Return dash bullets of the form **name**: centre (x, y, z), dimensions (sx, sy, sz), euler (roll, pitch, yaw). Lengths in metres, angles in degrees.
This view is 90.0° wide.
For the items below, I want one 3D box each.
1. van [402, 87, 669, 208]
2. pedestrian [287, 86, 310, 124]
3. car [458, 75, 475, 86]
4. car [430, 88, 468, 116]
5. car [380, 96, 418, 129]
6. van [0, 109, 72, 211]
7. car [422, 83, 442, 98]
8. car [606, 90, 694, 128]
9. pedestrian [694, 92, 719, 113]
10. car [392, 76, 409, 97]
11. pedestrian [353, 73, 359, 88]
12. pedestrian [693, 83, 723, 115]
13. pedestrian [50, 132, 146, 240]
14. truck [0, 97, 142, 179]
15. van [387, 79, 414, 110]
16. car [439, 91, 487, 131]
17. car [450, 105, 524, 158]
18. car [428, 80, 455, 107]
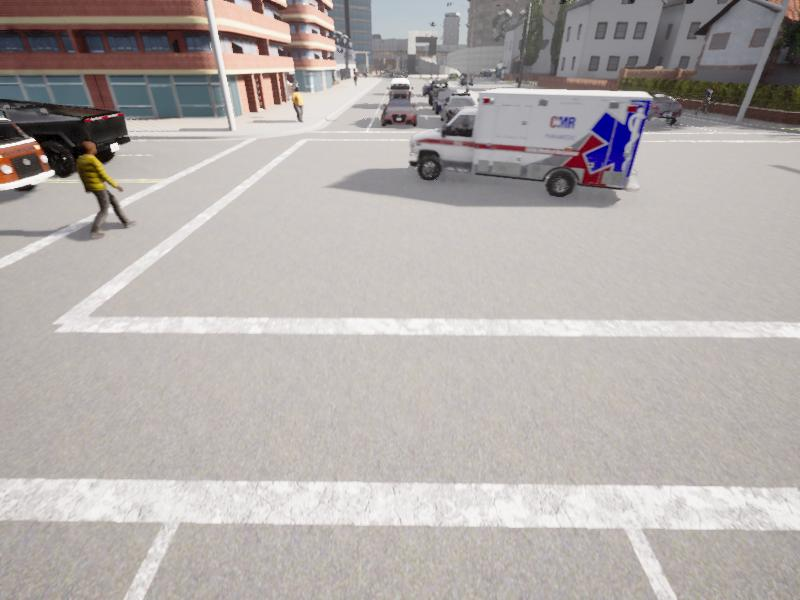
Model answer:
- **van**: centre (3.430, -4.550, 11.349), dimensions (6.366, 2.431, 2.351), euler (14, 33, 22)
- **pedestrian**: centre (-5.757, -11.100, 22.731), dimensions (0.751, 1.860, 0.751), euler (26, 39, 37)
- **car**: centre (11.527, -38.306, 69.734), dimensions (2.033, 1.649, 4.856), euler (0, 30, 0)
- **car**: centre (3.515, -14.659, 29.531), dimensions (2.163, 1.488, 4.792), euler (0, 30, 0)
- **car**: centre (-0.016, -11.045, 23.477), dimensions (1.994, 1.385, 4.181), euler (1, 30, 1)
- **van**: centre (-11.607, -3.539, 9.999), dimensions (4.480, 2.038, 2.069), euler (-1, 30, -1)
- **car**: centre (3.518, -23.702, 45.141), dimensions (1.895, 1.301, 4.718), euler (0, 30, 0)
- **car**: centre (15.012, -11.768, 24.465), dimensions (2.152, 1.651, 5.027), euler (0, 30, 0)
- **pedestrian**: centre (21.126, -13.634, 27.622), dimensions (0.751, 1.300, 0.751), euler (0, 30, -1)
- **car**: centre (0.014, -25.148, 47.018), dimensions (1.932, 1.855, 4.605), euler (0, 32, -1)
- **pedestrian**: centre (-6.617, -32.727, 59.628), dimensions (0.751, 1.860, 0.751), euler (-1, 30, -2)
- **pedestrian**: centre (20.332, -13.280, 26.464), dimensions (0.751, 1.860, 0.751), euler (-7, 31, -12)
- **pedestrian**: centre (-5.910, -2.247, 7.928), dimensions (0.751, 1.860, 0.751), euler (17, 34, 26)
- **truck**: centre (-12.471, -5.257, 12.872), dimensions (6.274, 2.098, 2.390), euler (-1, 30, -2)
- **van**: centre (0.014, -17.144, 33.217), dimensions (2.069, 2.038, 4.480), euler (0, 31, 0)
- **car**: centre (3.545, -11.178, 23.434), dimensions (1.930, 1.638, 5.238), euler (0, 30, 0)
- **car**: centre (3.508, -7.398, 17.230), dimensions (2.033, 1.411, 5.357), euler (0, 30, 0)
- **car**: centre (3.516, -18.059, 34.928), dimensions (1.905, 1.878, 3.866), euler (0, 30, 0)
